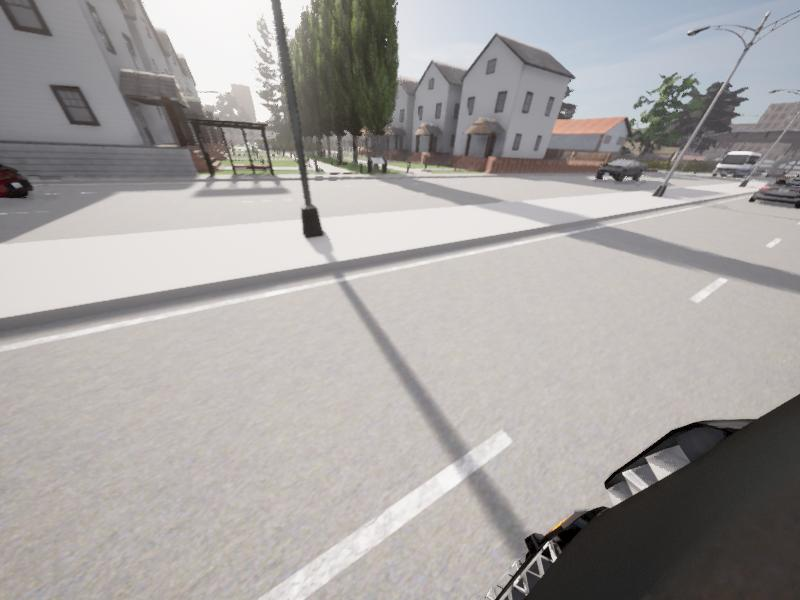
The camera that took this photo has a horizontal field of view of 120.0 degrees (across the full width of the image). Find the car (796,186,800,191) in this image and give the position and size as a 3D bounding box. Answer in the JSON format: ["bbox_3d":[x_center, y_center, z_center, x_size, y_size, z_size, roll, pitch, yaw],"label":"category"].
[{"bbox_3d":[47.856,-13.217,26.259,4.974,1.542,2.038,-15,38,-25],"label":"car"}]

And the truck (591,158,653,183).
[{"bbox_3d":[24.850,-14.479,25.823,6.274,2.098,2.390,-15,38,-25],"label":"truck"}]

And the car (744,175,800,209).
[{"bbox_3d":[26.604,-7.496,15.838,4.611,1.667,2.242,-15,38,-25],"label":"car"}]

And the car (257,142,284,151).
[{"bbox_3d":[-31.360,-37.190,56.008,4.974,1.542,2.038,0,34,-4],"label":"car"}]

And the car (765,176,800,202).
[{"bbox_3d":[32.542,-9.053,18.780,4.974,1.542,2.038,-15,38,-25],"label":"car"}]

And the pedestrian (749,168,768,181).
[{"bbox_3d":[59.714,-20.917,38.451,0.751,1.860,0.751,-11,36,-20],"label":"pedestrian"}]

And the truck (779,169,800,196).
[{"bbox_3d":[40.192,-11.366,22.354,6.274,2.098,2.390,-15,38,-25],"label":"truck"}]

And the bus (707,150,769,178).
[{"bbox_3d":[66.534,-26.622,45.452,10.273,4.253,3.944,-15,38,-25],"label":"bus"}]

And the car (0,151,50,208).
[{"bbox_3d":[-14.759,-3.621,6.901,4.193,1.474,1.816,-13,37,-22],"label":"car"}]
